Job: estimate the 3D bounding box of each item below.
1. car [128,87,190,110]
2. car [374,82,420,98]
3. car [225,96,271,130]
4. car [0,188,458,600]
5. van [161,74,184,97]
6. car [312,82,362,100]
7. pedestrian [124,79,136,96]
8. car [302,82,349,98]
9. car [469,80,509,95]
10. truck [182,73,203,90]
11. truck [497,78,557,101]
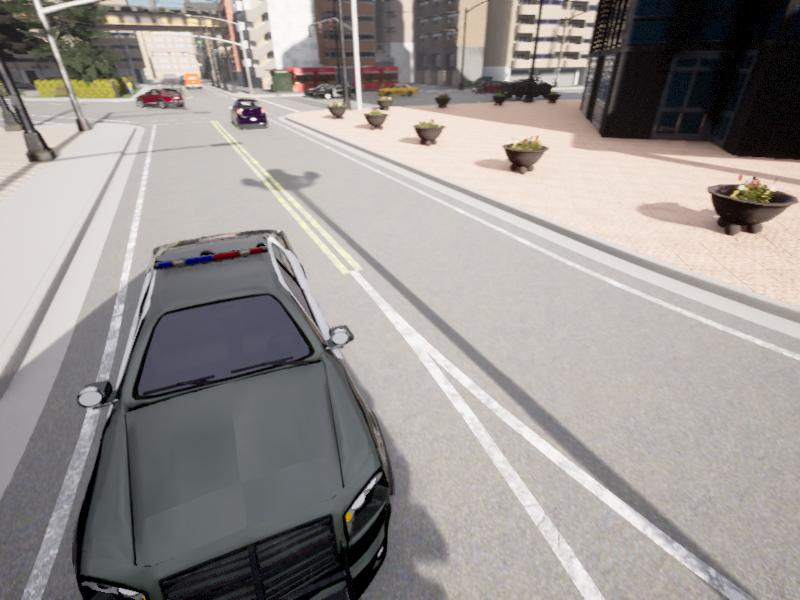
[{"bbox_3d":[-21.987,-18.439,36.546,4.856,1.649,2.033,13,32,21],"label":"car"},{"bbox_3d":[-0.368,-25.801,49.090,5.366,1.575,1.801,-15,33,-24],"label":"car"},{"bbox_3d":[-9.244,-11.376,24.230,1.845,1.501,3.633,-15,33,-23],"label":"car"},{"bbox_3d":[-1.627,0.393,3.883,2.038,1.542,4.974,-12,32,-19],"label":"car"},{"bbox_3d":[-30.848,-29.134,54.159,1.988,2.561,5.915,-15,33,-23],"label":"van"},{"bbox_3d":[-7.179,-24.063,46.037,5.238,1.638,1.930,-15,33,-23],"label":"car"},{"bbox_3d":[-35.236,-27.798,52.304,0.751,1.860,0.751,-14,33,-22],"label":"pedestrian"},{"bbox_3d":[-9.021,-25.551,48.619,5.238,1.638,1.930,-15,33,-24],"label":"car"},{"bbox_3d":[12.156,-29.046,54.703,4.856,1.649,2.033,-14,33,-24],"label":"car"},{"bbox_3d":[-37.232,-39.281,71.761,2.627,2.467,5.204,-15,33,-23],"label":"truck"},{"bbox_3d":[14.442,-23.944,45.375,6.274,2.098,2.390,-14,33,-23],"label":"truck"}]
